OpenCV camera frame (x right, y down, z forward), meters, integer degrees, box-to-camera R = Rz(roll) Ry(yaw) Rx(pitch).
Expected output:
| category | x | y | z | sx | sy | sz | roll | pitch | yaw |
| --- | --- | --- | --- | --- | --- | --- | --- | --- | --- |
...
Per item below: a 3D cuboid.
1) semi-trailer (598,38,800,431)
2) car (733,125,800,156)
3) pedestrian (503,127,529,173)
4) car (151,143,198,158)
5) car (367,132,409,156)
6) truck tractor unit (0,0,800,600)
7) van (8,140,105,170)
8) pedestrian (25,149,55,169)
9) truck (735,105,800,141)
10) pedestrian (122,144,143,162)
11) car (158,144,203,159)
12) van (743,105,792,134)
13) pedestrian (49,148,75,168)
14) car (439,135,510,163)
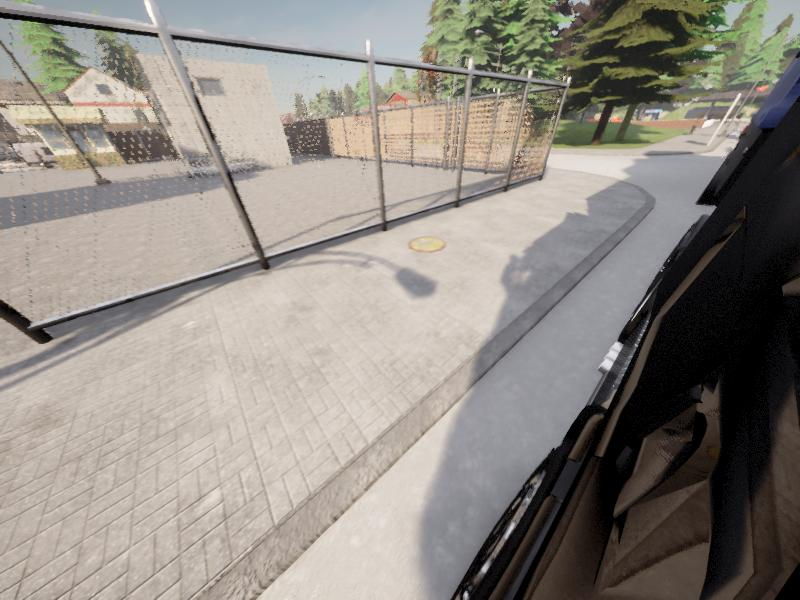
| category | x | y | z | sx | sy | sz | roll | pitch | yaw |
| --- | --- | --- | --- | --- | --- | --- | --- | --- | --- |
| semi-trailer | 8.692 | -3.602 | 4.245 | 14.254 | 4.402 | 2.717 | -28 | 43 | -30 |
| car | 23.591 | -10.280 | 14.813 | 4.181 | 1.385 | 1.994 | -28 | 43 | -30 |
| pedestrian | 5.828 | -7.566 | 11.691 | 0.751 | 1.860 | 0.751 | 10 | 39 | 17 |
| car | -35.502 | -23.702 | 36.585 | 5.027 | 1.651 | 2.152 | -28 | 43 | -30 |
| car | -1.297 | -16.492 | 24.396 | 1.932 | 1.855 | 4.605 | -28 | 43 | -30 |
| truck tractor unit | 2.645 | -0.295 | 0.351 | 6.516 | 4.208 | 3.053 | -28 | 44 | -30 |
| van | -41.478 | -17.790 | 28.252 | 5.915 | 2.561 | 1.988 | -28 | 43 | -30 |
| pedestrian | -39.321 | -15.431 | 25.286 | 0.751 | 1.860 | 0.751 | -25 | 42 | -27 |
| truck | 34.284 | -16.435 | 21.461 | 5.204 | 2.467 | 2.627 | -28 | 44 | -30 |
| pedestrian | -33.045 | -18.164 | 28.549 | 0.751 | 1.860 | 0.751 | -23 | 41 | -25 |
| car | -32.552 | -22.101 | 34.383 | 4.674 | 1.442 | 1.812 | -28 | 43 | -30 |
| van | 44.727 | -22.018 | 28.235 | 5.915 | 2.561 | 1.988 | -28 | 43 | -30 |
| pedestrian | -37.793 | -15.929 | 25.855 | 0.751 | 1.860 | 0.751 | 20 | 42 | 27 |
| car | 5.504 | -11.691 | 17.805 | 1.837 | 1.490 | 4.892 | -28 | 43 | -30 |
